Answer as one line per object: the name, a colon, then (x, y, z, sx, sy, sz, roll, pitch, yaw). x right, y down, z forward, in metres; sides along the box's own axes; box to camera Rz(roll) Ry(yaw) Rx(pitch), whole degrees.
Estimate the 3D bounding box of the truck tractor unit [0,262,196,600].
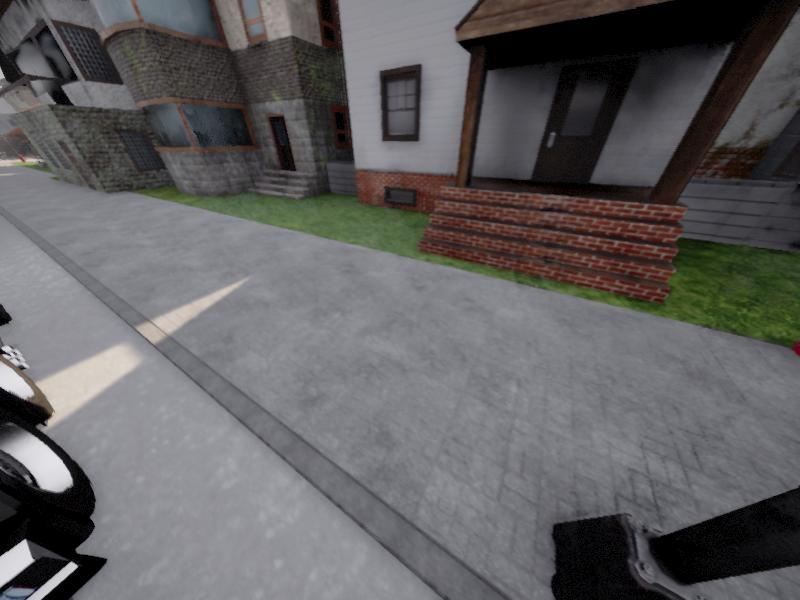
truck tractor unit: (-5.106, -0.306, 0.788, 6.516, 4.208, 3.053, 19, 39, 24)
